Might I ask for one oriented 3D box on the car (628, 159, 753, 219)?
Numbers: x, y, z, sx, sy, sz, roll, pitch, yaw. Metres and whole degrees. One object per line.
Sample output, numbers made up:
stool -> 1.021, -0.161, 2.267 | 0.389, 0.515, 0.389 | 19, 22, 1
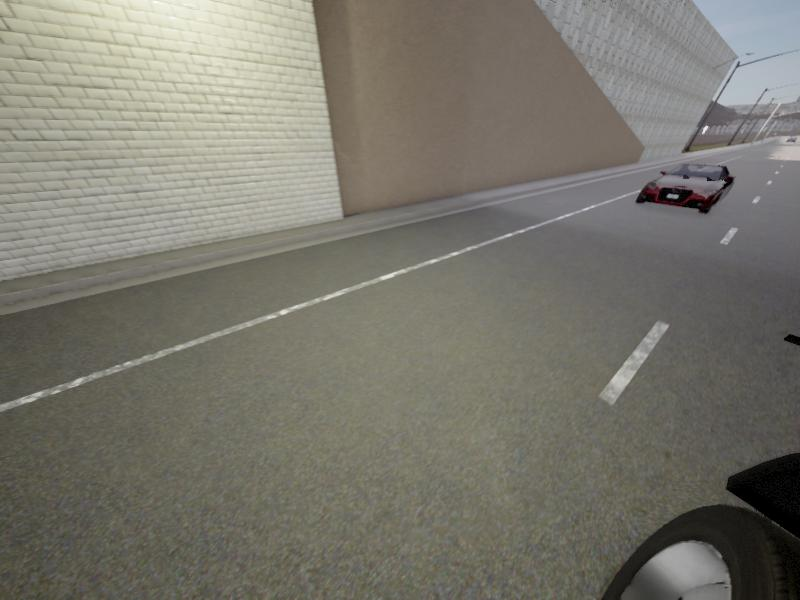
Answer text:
car -> 11.151, -4.431, 8.888 | 4.181, 1.385, 1.994 | -22, 41, -28
